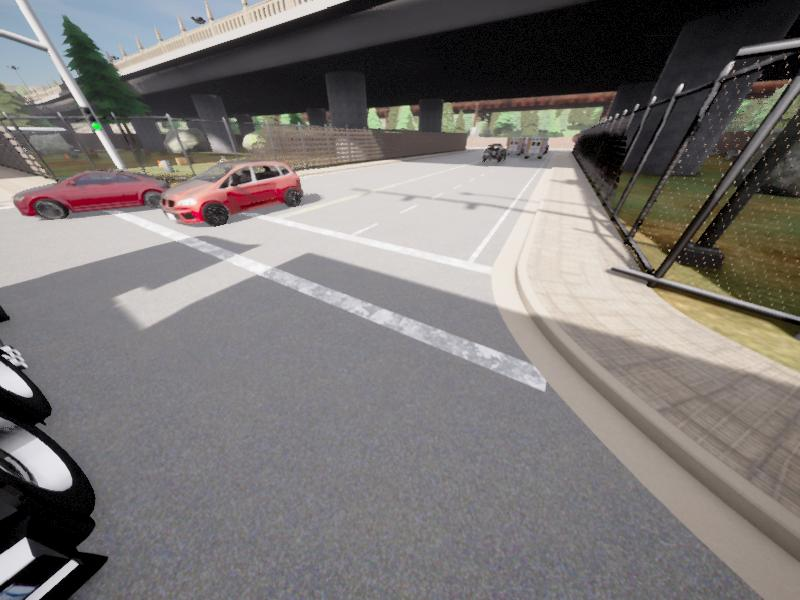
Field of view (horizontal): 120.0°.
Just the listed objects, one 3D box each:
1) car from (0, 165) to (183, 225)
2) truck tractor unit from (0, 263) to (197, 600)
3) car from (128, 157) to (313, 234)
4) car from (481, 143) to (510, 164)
[{"bbox_3d":[-11.327,-4.188,8.843,4.181,1.385,1.994,-24,41,-30],"label":"car"},{"bbox_3d":[-5.113,-0.297,0.786,6.516,4.208,3.053,18,39,24],"label":"truck tractor unit"},{"bbox_3d":[-5.930,-4.116,8.484,2.242,1.667,4.611,18,39,24],"label":"car"},{"bbox_3d":[11.144,-17.173,26.946,1.932,1.855,4.605,18,39,24],"label":"car"}]
